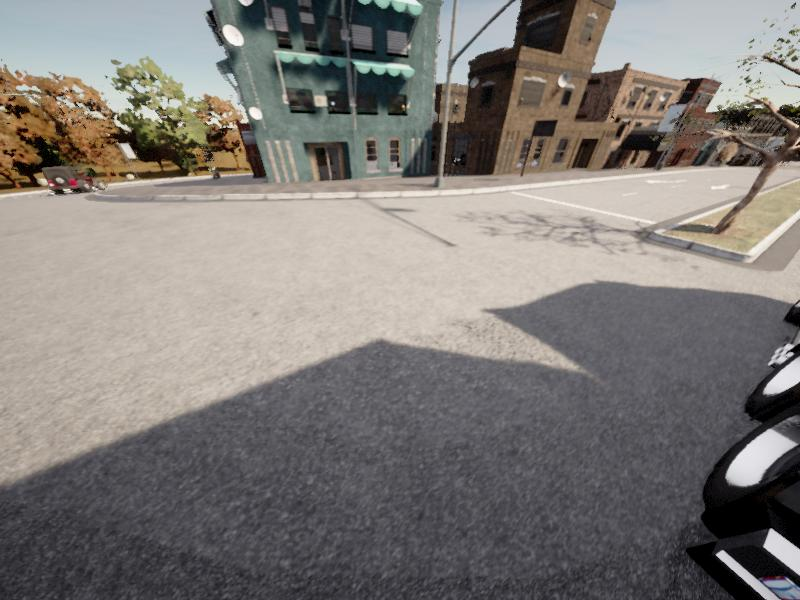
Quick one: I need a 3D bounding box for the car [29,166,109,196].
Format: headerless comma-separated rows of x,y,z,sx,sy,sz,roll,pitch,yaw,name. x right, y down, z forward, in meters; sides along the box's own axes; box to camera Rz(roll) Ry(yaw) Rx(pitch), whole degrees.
-26.813,-9.836,18.998,1.905,1.878,3.866,-18,34,-22,car

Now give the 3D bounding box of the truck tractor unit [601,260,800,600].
5.128,-0.278,0.795,6.516,4.208,3.053,-18,40,-25,truck tractor unit
